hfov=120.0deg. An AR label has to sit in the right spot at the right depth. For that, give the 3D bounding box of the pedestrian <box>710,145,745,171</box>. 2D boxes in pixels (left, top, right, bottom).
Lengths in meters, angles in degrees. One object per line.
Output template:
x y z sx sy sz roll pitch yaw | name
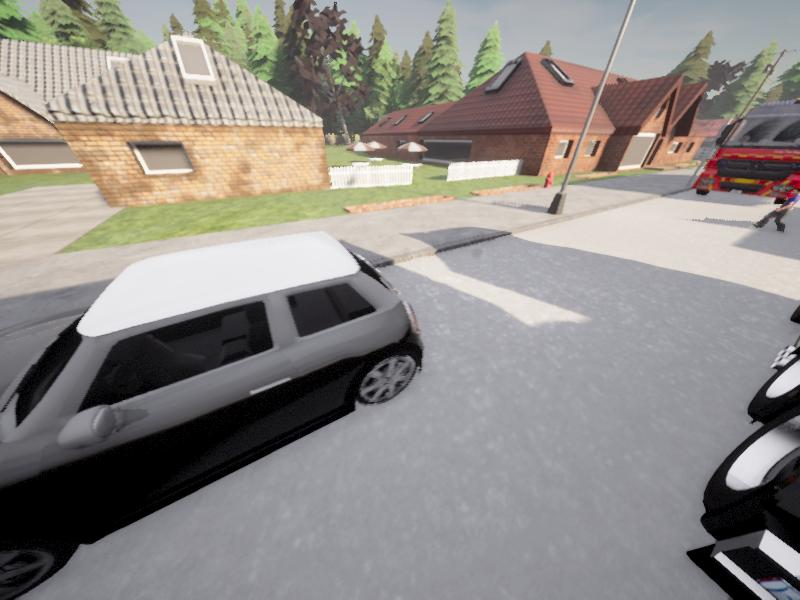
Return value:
27.994 -12.165 19.772 0.751 1.860 0.751 -9 36 -13 | pedestrian

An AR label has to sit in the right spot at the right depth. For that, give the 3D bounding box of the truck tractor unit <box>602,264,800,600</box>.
5.116 -0.293 0.793 6.516 4.208 3.053 -18 39 -24 | truck tractor unit

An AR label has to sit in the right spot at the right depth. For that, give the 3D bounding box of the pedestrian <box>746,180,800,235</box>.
11.410 -2.727 6.799 0.751 1.300 0.751 -29 44 -35 | pedestrian

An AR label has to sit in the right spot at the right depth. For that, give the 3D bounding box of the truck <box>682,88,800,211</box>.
18.136 -7.033 10.856 8.468 3.827 2.891 -18 39 -24 | truck

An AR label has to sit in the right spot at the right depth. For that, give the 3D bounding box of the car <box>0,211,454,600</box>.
-1.732 0.409 2.106 3.806 1.475 1.970 -18 39 -24 | car

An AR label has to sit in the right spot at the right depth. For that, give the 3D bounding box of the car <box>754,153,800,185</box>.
27.065 -8.993 15.745 4.902 1.511 2.128 -18 39 -24 | car
